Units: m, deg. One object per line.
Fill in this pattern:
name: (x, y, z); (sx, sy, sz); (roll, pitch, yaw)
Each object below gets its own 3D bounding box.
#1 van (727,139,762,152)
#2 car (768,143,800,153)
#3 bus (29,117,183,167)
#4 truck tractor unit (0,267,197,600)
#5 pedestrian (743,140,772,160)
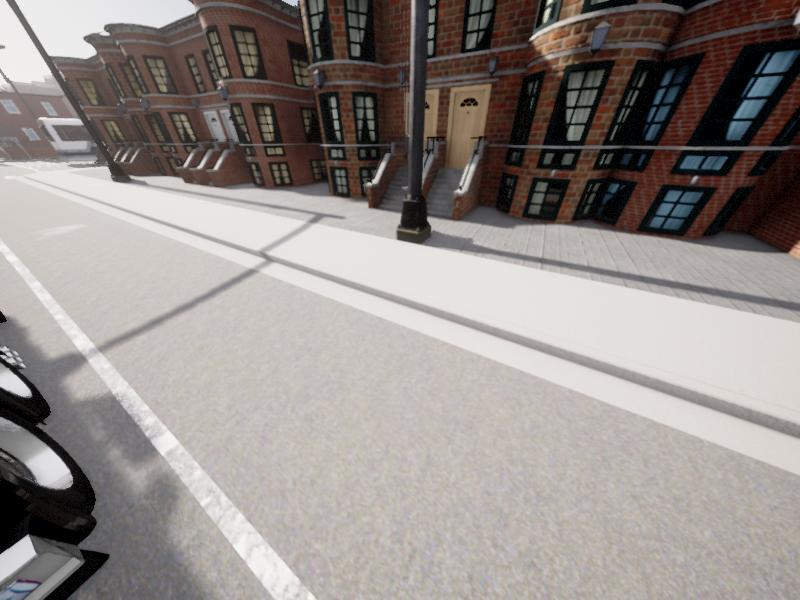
van: (86.540, -38.929, 58.211); (1.988, 2.561, 5.915); (17, 37, 23)
car: (72.547, -28.331, 43.099); (2.038, 1.542, 4.974); (17, 37, 23)
bus: (-34.619, -19.286, 28.250); (3.944, 4.253, 10.273); (18, 39, 24)
truck tractor unit: (-5.117, -0.295, 0.773); (6.516, 4.208, 3.053); (18, 39, 24)
pedestrian: (40.407, -16.991, 26.129); (0.751, 1.860, 0.751); (14, 37, 20)
